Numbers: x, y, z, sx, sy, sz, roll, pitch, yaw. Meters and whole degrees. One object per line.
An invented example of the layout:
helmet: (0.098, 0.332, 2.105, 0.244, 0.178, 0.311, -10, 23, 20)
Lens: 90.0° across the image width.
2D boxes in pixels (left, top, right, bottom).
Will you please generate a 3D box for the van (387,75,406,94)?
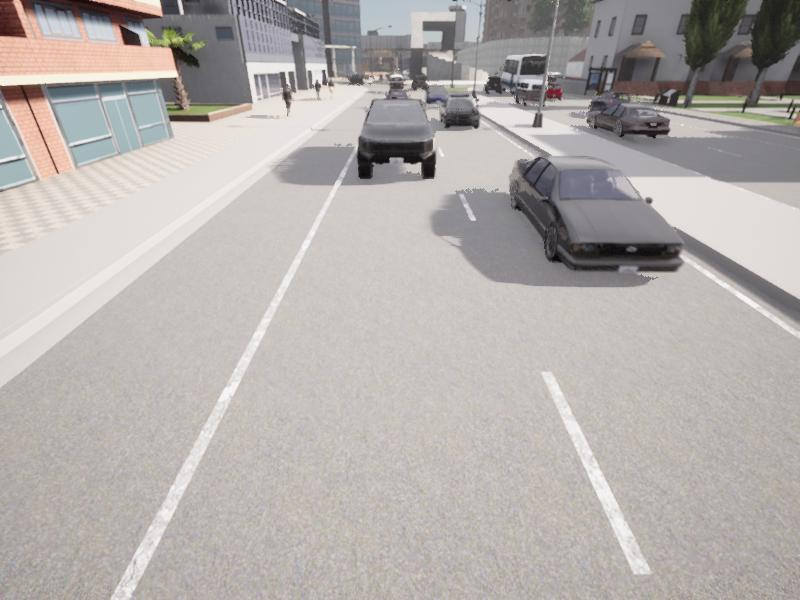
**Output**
van: (-0.477, -27.259, 50.523, 2.069, 2.038, 4.480, -2, 30, -3)

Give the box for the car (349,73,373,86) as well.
car: (-6.785, -38.298, 69.525, 1.932, 1.855, 4.605, -20, 36, -31)

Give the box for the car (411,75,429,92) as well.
car: (2.744, -29.940, 55.241, 1.905, 1.878, 3.866, -3, 31, -6)

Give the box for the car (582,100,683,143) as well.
car: (11.411, -9.140, 20.217, 2.033, 1.411, 5.357, 0, 30, 0)

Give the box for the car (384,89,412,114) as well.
car: (-0.138, -15.307, 30.773, 1.994, 1.385, 4.181, 0, 30, 0)

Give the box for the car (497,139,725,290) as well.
car: (3.594, -2.139, 8.260, 2.033, 1.411, 5.357, 1, 30, 2)

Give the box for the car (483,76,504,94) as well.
car: (11.726, -27.082, 50.366, 1.905, 1.878, 3.866, 3, 31, 4)

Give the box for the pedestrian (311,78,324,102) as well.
pedestrian: (-7.461, -19.018, 36.259, 0.751, 1.860, 0.751, 1, 30, 2)

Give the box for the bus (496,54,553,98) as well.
bus: (14.782, -27.510, 48.790, 3.944, 4.253, 10.273, 1, 32, 2)

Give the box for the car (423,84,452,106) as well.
car: (3.364, -18.839, 36.693, 2.163, 1.488, 4.792, 0, 30, 0)

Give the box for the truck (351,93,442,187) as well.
truck: (-0.108, -5.778, 13.775, 2.390, 2.098, 6.274, 0, 30, 0)

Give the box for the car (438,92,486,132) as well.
car: (3.388, -10.863, 22.914, 1.930, 1.638, 5.238, 0, 31, 0)

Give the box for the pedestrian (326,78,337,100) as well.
pedestrian: (-6.632, -20.409, 38.646, 0.751, 1.860, 0.751, 1, 30, 1)

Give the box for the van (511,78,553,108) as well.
van: (11.347, -18.023, 34.753, 2.069, 2.038, 4.480, 0, 31, 0)

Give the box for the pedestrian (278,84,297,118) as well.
pedestrian: (-7.022, -12.433, 25.026, 0.751, 1.860, 0.751, 0, 30, 0)

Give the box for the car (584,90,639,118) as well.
car: (14.654, -13.747, 27.952, 1.845, 1.501, 3.633, 1, 30, 2)

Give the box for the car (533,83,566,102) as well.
car: (14.859, -20.818, 40.025, 1.845, 1.501, 3.633, 0, 30, 0)

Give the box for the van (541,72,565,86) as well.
van: (27.118, -39.130, 70.800, 2.069, 2.038, 4.480, 24, 38, 35)
